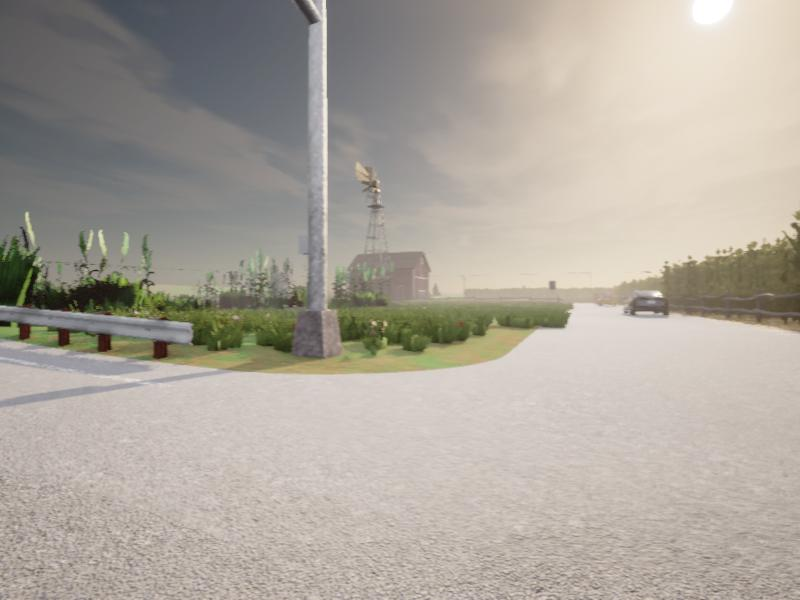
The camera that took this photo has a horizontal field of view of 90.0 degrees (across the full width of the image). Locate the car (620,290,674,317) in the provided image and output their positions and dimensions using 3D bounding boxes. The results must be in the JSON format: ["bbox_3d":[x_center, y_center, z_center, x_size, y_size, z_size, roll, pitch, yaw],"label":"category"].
[{"bbox_3d":[15.094,0.171,24.694,2.163,1.488,4.792,0,0,23],"label":"car"}]

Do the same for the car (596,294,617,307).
[{"bbox_3d":[26.769,0.034,51.950,1.801,1.575,5.366,0,0,21],"label":"car"}]
